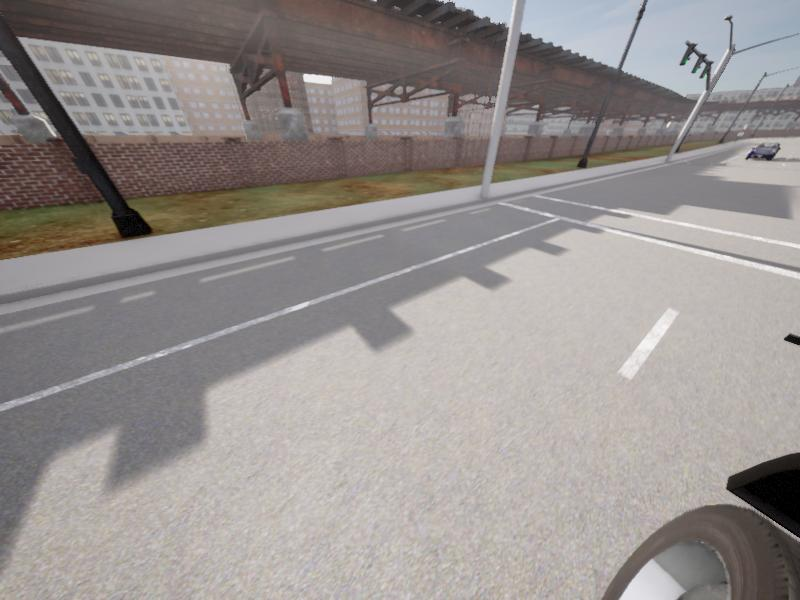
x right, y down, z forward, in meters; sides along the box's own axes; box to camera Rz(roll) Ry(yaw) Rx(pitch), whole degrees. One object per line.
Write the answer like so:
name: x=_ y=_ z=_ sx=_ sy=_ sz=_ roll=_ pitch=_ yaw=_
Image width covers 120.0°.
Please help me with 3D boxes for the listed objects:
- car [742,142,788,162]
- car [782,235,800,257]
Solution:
car: x=37.485 y=-15.297 z=23.753 sx=3.633 sy=1.501 sz=1.845 roll=-23 pitch=41 yaw=-27
car: x=11.291 y=-1.590 z=4.877 sx=4.181 sy=1.385 sz=1.994 roll=-13 pitch=37 yaw=-17
